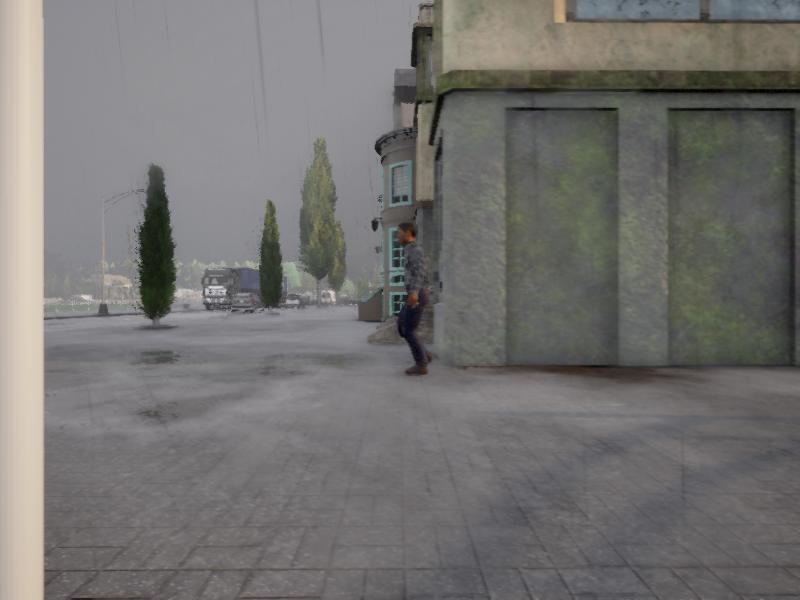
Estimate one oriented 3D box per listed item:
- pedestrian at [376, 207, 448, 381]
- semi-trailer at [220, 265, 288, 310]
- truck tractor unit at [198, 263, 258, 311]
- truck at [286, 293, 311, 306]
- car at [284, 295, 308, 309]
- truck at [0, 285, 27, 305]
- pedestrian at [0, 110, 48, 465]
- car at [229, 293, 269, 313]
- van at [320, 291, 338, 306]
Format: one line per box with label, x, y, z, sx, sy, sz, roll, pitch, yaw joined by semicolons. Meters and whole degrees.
pedestrian;0.169;-0.066;4.700;0.751;1.860;0.751;0;0;9
semi-trailer;-16.276;-1.209;46.154;2.717;4.402;14.254;0;0;0
truck tractor unit;-16.211;-1.115;38.244;3.053;4.208;6.516;0;0;-1
truck;-16.181;-0.048;64.008;2.390;2.098;6.274;0;0;0
car;-12.166;0.194;46.975;1.851;1.617;3.988;0;0;0
truck;-78.060;-0.884;77.932;2.891;3.827;8.468;0;0;0
pedestrian;-2.501;-0.064;2.200;0.751;1.860;0.751;0;0;41
car;-12.041;0.220;32.108;1.789;1.549;3.705;0;0;0
van;-12.364;-0.272;69.725;1.988;2.561;5.915;0;0;0
